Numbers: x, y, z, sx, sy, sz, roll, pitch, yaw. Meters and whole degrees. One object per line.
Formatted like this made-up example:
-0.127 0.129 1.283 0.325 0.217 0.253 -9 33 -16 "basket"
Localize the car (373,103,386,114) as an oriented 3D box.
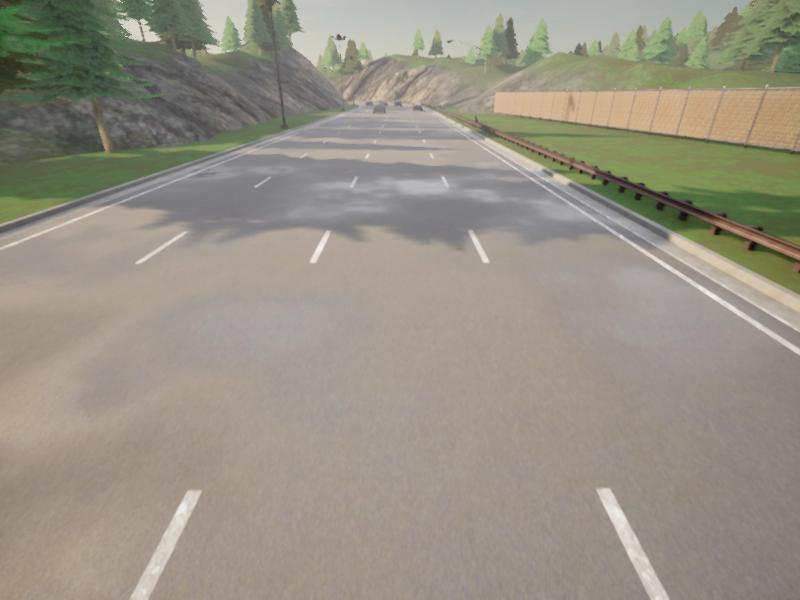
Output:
-3.611 -34.424 71.833 2.152 1.651 5.027 0 27 0 "car"
